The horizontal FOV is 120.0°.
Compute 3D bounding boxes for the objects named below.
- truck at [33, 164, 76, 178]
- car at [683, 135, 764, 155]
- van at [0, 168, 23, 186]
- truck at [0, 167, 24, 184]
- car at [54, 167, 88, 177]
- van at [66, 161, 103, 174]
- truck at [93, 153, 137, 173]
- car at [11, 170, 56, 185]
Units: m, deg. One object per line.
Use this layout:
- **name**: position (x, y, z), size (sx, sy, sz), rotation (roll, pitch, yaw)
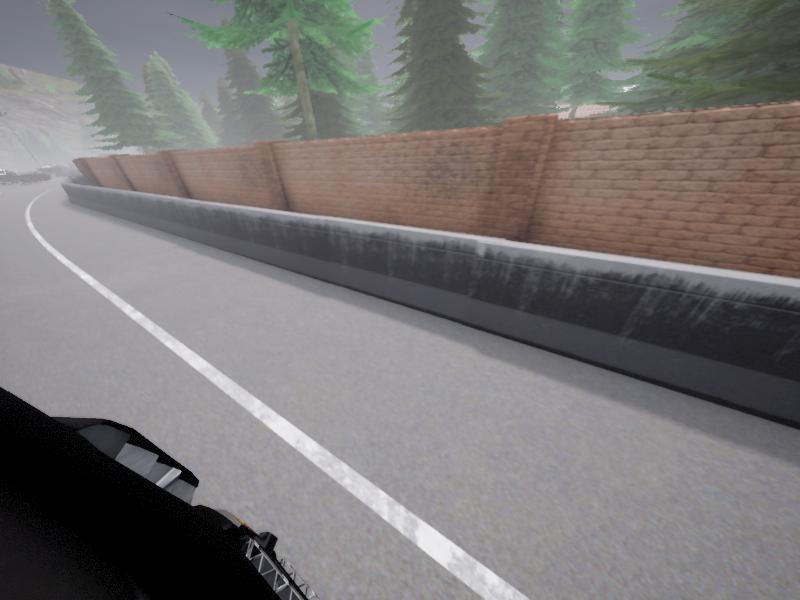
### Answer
- **truck**: position (-74.424, -27.955, 49.941), size (2.390, 2.098, 6.274), rotation (-18, 36, -21)
- **car**: position (36.827, -17.800, 26.590), size (4.856, 1.649, 2.033), rotation (17, 38, 27)
- **van**: position (-57.580, -17.538, 32.977), size (2.069, 2.038, 4.480), rotation (-25, 39, -29)
- **truck**: position (-65.633, -20.140, 37.461), size (2.390, 2.098, 6.274), rotation (-22, 38, -26)
- **car**: position (-69.929, -27.296, 49.205), size (2.128, 1.511, 4.902), rotation (-19, 37, -23)
- **van**: position (-79.180, -33.373, 58.191), size (2.351, 2.431, 6.366), rotation (-15, 35, -18)
- **truck**: position (-72.281, -35.097, 59.014), size (2.891, 3.827, 8.468), rotation (-15, 35, -18)
- **car**: position (-54.591, -18.430, 34.558), size (1.882, 1.535, 5.008), rotation (-25, 39, -29)
